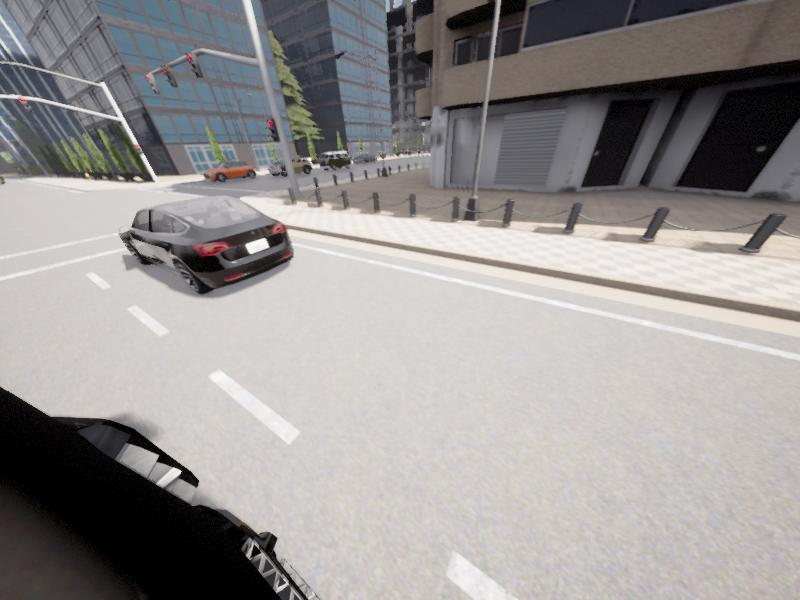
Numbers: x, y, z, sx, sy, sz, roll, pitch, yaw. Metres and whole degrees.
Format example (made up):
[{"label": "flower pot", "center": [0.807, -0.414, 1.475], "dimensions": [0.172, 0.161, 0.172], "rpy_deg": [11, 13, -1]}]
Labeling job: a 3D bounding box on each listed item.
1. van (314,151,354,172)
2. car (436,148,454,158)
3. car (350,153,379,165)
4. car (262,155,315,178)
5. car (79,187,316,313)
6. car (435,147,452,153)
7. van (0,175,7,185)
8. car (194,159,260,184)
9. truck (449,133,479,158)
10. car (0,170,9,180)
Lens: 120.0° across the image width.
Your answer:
[{"label": "van", "center": [-8.327, -17.909, 29.741], "dimensions": [2.069, 2.038, 4.480], "rpy_deg": [17, 38, 27]}, {"label": "car", "center": [9.363, -30.654, 48.141], "dimensions": [1.882, 1.535, 5.008], "rpy_deg": [17, 38, 27]}, {"label": "car", "center": [-5.889, -23.694, 38.786], "dimensions": [2.128, 1.511, 4.902], "rpy_deg": [17, 38, 27]}, {"label": "car", "center": [-11.848, -14.520, 25.027], "dimensions": [1.932, 1.855, 4.605], "rpy_deg": [17, 38, 27]}, {"label": "car", "center": [-4.612, -1.543, 5.313], "dimensions": [4.792, 1.488, 2.163], "rpy_deg": [17, 38, 27]}, {"label": "car", "center": [14.082, -48.661, 75.074], "dimensions": [4.974, 1.542, 2.038], "rpy_deg": [16, 38, 27]}, {"label": "van", "center": [-61.855, -18.518, 34.847], "dimensions": [4.442, 1.987, 1.775], "rpy_deg": [19, 39, 30]}, {"label": "car", "center": [-17.292, -13.085, 23.344], "dimensions": [2.097, 1.767, 4.553], "rpy_deg": [17, 38, 27]}, {"label": "truck", "center": [13.032, -31.391, 46.902], "dimensions": [2.891, 3.827, 8.468], "rpy_deg": [17, 38, 27]}, {"label": "car", "center": [-85.628, -25.575, 47.605], "dimensions": [4.611, 1.667, 2.242], "rpy_deg": [-13, 35, -14]}]
